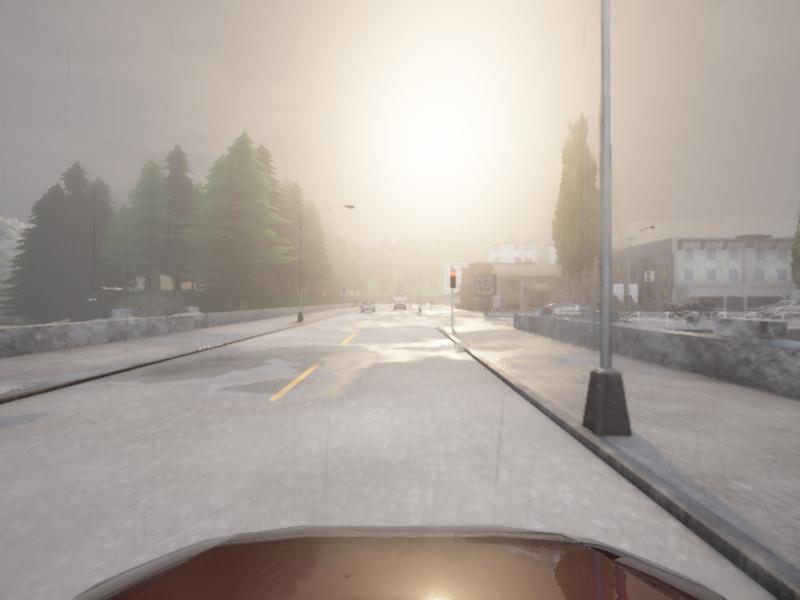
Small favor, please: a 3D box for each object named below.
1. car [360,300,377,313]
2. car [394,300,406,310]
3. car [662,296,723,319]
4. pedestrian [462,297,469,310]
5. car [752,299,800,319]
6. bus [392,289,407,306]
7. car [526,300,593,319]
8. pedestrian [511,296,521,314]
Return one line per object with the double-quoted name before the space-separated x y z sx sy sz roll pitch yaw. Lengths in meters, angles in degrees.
"car" -4.047 0.770 51.863 1.851 1.617 3.988 0 0 -1
"car" 0.005 0.803 66.500 2.038 1.542 4.974 0 0 0
"car" 25.204 0.636 34.547 3.866 1.878 1.905 0 0 0
"pedestrian" 9.471 0.517 58.277 0.751 1.860 0.751 0 0 -16
"car" 33.837 0.769 34.553 5.027 1.651 2.152 0 0 0
"bus" -0.114 -0.575 105.551 3.944 4.253 10.273 0 0 0
"car" 13.720 0.816 34.541 4.974 1.542 2.038 0 0 0
"pedestrian" 11.710 0.511 40.464 0.751 1.860 0.751 0 0 -11
